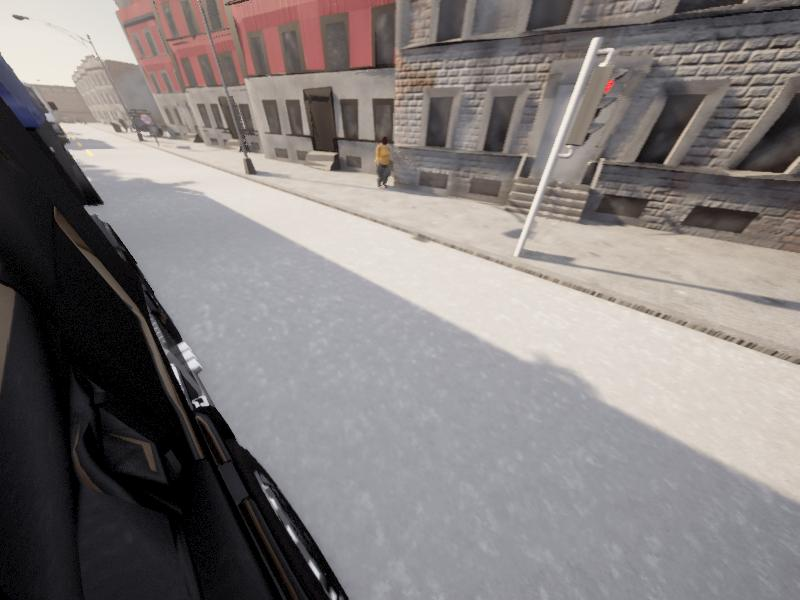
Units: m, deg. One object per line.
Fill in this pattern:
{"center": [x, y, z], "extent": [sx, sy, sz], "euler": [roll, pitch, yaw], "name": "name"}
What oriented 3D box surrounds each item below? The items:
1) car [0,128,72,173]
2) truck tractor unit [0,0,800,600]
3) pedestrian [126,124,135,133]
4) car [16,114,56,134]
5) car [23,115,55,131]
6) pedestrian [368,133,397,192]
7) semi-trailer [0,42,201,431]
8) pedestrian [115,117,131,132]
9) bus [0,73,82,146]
{"center": [-18.650, -7.601, 11.557], "extent": [5.357, 1.411, 2.033], "euler": [29, 44, 30], "name": "car"}
{"center": [-2.645, -0.295, 0.351], "extent": [6.516, 4.208, 3.053], "euler": [28, 44, 30], "name": "truck tractor unit"}
{"center": [-38.907, -24.750, 33.351], "extent": [0.500, 1.100, 0.500], "euler": [-28, 46, -34], "name": "pedestrian"}
{"center": [-44.883, -21.771, 28.564], "extent": [3.866, 1.878, 1.905], "euler": [28, 43, 30], "name": "car"}
{"center": [-53.540, -26.268, 34.281], "extent": [5.238, 1.638, 1.930], "euler": [28, 44, 30], "name": "car"}
{"center": [-0.661, -5.373, 9.068], "extent": [0.751, 1.860, 0.751], "euler": [27, 43, 29], "name": "pedestrian"}
{"center": [-8.701, -3.590, 4.244], "extent": [14.254, 4.402, 2.717], "euler": [28, 44, 30], "name": "semi-trailer"}
{"center": [-43.224, -27.413, 36.058], "extent": [0.751, 1.860, 0.751], "euler": [30, 44, 32], "name": "pedestrian"}
{"center": [-32.583, -16.302, 19.994], "extent": [10.273, 4.253, 3.944], "euler": [28, 43, 30], "name": "bus"}
